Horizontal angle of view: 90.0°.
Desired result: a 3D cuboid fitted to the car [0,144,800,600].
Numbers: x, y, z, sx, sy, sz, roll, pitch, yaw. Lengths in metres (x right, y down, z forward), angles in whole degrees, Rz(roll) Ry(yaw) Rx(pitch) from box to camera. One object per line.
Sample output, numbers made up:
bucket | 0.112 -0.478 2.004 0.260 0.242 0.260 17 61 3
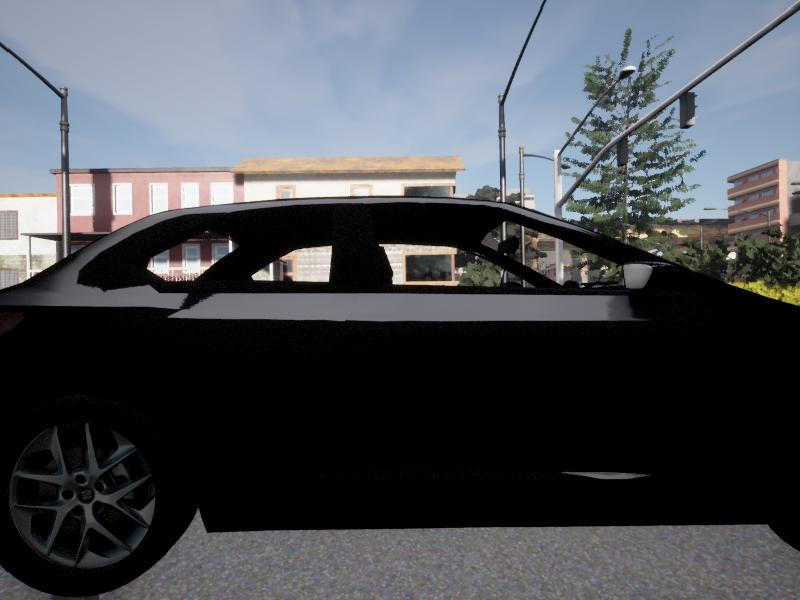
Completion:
car | 0.342 0.254 2.184 4.193 1.474 1.816 0 0 -1
